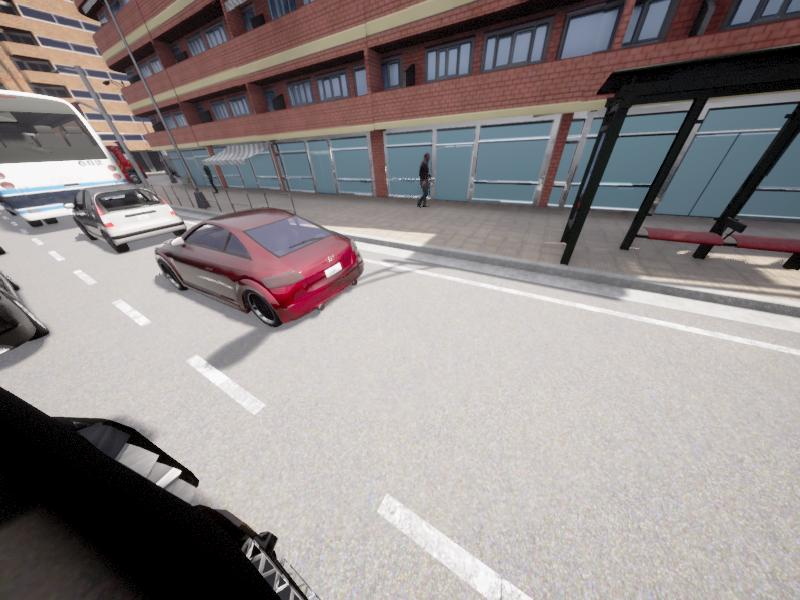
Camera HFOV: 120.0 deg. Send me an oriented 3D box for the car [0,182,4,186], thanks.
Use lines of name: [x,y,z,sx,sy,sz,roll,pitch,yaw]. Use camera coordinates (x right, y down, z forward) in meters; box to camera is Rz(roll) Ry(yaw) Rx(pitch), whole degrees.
car: [-58.744,-16.963,32.567,4.856,1.649,2.033,16,38,26]

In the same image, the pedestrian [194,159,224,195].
pedestrian: [-11.808,-7.625,14.342,0.751,1.860,0.751,-23,39,-28]

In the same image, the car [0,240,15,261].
car: [-13.675,-1.923,6.390,4.611,1.667,2.242,16,38,26]

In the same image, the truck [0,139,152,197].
truck: [-29.493,-12.706,21.905,2.891,3.827,8.468,-6,34,-5]

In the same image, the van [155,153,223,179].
van: [-28.275,-18.252,31.323,1.988,2.561,5.915,16,38,26]

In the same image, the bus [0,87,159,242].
bus: [-16.819,-6.034,10.491,10.273,4.253,3.944,16,38,26]

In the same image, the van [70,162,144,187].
van: [-32.432,-14.022,25.777,1.775,1.987,4.442,16,38,26]

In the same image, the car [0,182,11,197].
car: [-36.102,-8.869,18.249,2.150,2.045,5.566,-11,34,-12]

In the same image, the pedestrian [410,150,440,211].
pedestrian: [0.900,-4.311,8.368,0.751,1.860,0.751,17,38,27]

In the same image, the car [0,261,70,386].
car: [-7.292,-0.093,3.168,5.238,1.638,1.930,16,38,26]

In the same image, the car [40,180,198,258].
car: [-8.838,-2.759,7.332,3.988,1.617,1.851,16,38,26]

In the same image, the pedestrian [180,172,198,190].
pedestrian: [-15.735,-8.865,17.232,0.500,1.100,0.500,18,39,28]

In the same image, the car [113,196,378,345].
car: [-2.783,-0.950,4.356,4.181,1.385,1.994,15,37,25]
